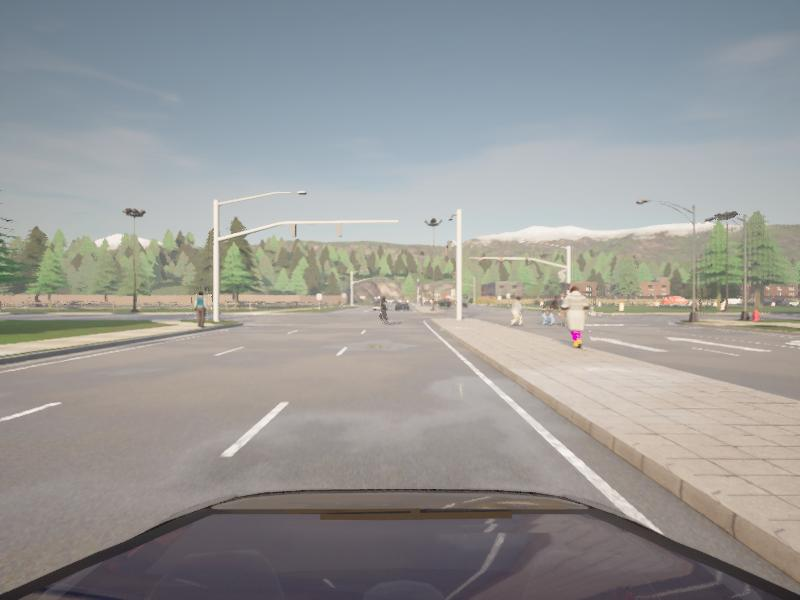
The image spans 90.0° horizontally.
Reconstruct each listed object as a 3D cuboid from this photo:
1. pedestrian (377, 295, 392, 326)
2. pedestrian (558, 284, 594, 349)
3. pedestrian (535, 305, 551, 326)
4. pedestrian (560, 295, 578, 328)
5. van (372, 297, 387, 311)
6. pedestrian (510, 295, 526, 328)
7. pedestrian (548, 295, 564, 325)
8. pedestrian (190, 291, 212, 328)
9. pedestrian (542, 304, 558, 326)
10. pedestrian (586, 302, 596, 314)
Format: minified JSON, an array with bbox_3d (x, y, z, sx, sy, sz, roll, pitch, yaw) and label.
[{"bbox_3d":[-0.986,0.632,24.667,0.751,1.860,0.751,0,0,-18],"label":"pedestrian"},{"bbox_3d":[5.220,0.483,11.897,0.751,1.860,0.751,0,0,3],"label":"pedestrian"},{"bbox_3d":[9.071,0.944,25.374,0.751,1.300,0.751,0,0,-1],"label":"pedestrian"},{"bbox_3d":[9.732,0.638,23.040,0.751,1.860,0.751,0,0,2],"label":"pedestrian"},{"bbox_3d":[-3.088,0.563,60.780,2.069,2.038,4.480,0,0,1],"label":"van"},{"bbox_3d":[6.835,0.640,23.206,0.751,1.860,0.751,0,0,0],"label":"pedestrian"},{"bbox_3d":[10.065,0.634,25.875,0.751,1.860,0.751,0,0,3],"label":"pedestrian"},{"bbox_3d":[-10.167,0.470,20.455,0.751,1.860,0.751,0,0,4],"label":"pedestrian"},{"bbox_3d":[9.214,0.914,24.539,0.751,1.300,0.751,0,0,4],"label":"pedestrian"},{"bbox_3d":[21.168,0.909,44.397,0.751,1.300,0.751,0,0,7],"label":"pedestrian"}]
